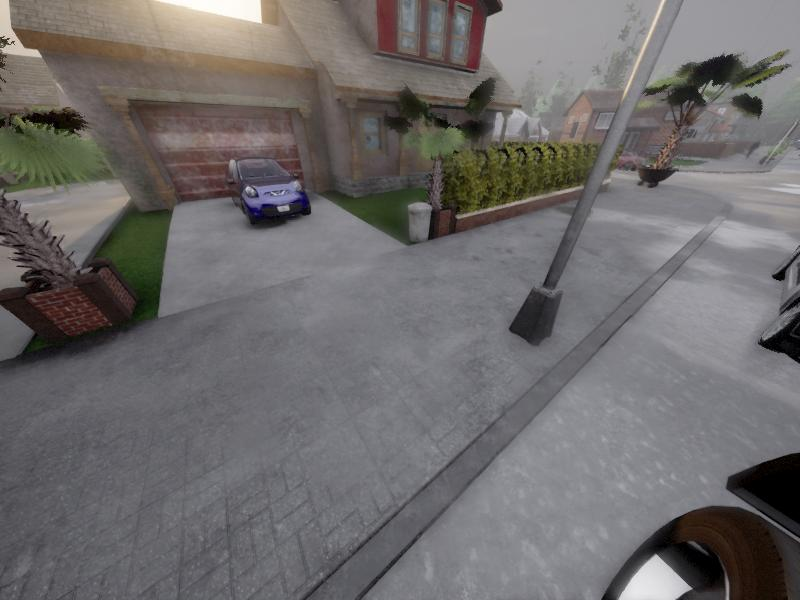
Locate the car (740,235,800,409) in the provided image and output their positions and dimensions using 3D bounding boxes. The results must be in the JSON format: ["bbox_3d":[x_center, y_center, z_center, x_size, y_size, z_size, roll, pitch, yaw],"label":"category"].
[{"bbox_3d":[6.545,-0.167,2.712,5.238,1.638,1.930,-22,41,-28],"label":"car"}]

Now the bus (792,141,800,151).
[{"bbox_3d":[78.151,-30.276,42.707,10.273,4.253,3.944,-22,41,-28],"label":"bus"}]

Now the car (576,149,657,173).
[{"bbox_3d":[17.398,-11.403,18.803,1.994,1.385,4.181,-21,40,-27],"label":"car"}]

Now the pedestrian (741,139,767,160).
[{"bbox_3d":[38.267,-16.327,25.011,0.751,1.860,0.751,-25,42,-31],"label":"pedestrian"}]

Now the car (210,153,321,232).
[{"bbox_3d":[-4.138,-3.475,7.009,1.845,1.501,3.633,-24,42,-30],"label":"car"}]

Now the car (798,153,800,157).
[{"bbox_3d":[53.875,-19.414,29.723,5.027,1.651,2.152,-22,41,-28],"label":"car"}]

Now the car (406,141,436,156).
[{"bbox_3d":[3.118,-23.341,35.469,2.097,1.767,4.553,-22,41,-28],"label":"car"}]
